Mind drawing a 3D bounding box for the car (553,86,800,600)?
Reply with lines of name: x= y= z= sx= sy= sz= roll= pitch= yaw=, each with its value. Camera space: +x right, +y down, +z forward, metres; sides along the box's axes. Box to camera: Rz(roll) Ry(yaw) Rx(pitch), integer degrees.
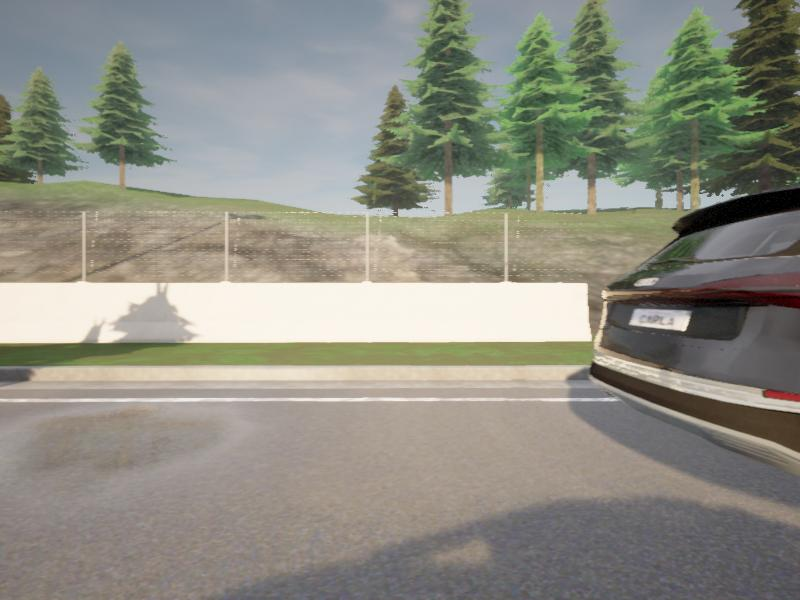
car: x=3.649 y=0.175 z=2.172 sx=4.856 sy=1.649 sz=2.033 roll=0 pitch=0 yaw=0
